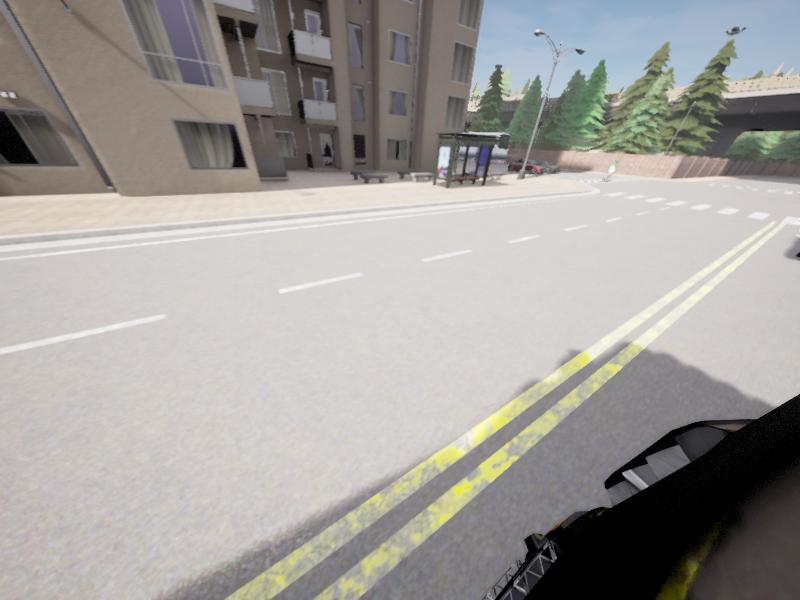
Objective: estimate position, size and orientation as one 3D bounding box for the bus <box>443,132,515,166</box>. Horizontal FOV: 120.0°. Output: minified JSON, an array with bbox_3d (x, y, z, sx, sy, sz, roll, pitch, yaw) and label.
[{"bbox_3d":[12.580,-25.207,38.448,3.944,4.253,10.273,-21,41,-32],"label":"bus"}]

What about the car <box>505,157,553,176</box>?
[{"bbox_3d":[14.477,-15.172,26.190,1.816,1.474,4.193,-17,39,-27],"label":"car"}]

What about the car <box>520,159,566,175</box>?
[{"bbox_3d":[17.255,-16.215,28.061,1.994,1.385,4.181,-17,39,-27],"label":"car"}]

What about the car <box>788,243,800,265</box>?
[{"bbox_3d":[13.145,-1.700,6.336,4.718,1.301,1.895,-16,38,-26],"label":"car"}]

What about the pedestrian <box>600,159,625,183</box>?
[{"bbox_3d":[19.994,-12.184,21.815,0.751,1.860,0.751,0,34,-5],"label":"pedestrian"}]
